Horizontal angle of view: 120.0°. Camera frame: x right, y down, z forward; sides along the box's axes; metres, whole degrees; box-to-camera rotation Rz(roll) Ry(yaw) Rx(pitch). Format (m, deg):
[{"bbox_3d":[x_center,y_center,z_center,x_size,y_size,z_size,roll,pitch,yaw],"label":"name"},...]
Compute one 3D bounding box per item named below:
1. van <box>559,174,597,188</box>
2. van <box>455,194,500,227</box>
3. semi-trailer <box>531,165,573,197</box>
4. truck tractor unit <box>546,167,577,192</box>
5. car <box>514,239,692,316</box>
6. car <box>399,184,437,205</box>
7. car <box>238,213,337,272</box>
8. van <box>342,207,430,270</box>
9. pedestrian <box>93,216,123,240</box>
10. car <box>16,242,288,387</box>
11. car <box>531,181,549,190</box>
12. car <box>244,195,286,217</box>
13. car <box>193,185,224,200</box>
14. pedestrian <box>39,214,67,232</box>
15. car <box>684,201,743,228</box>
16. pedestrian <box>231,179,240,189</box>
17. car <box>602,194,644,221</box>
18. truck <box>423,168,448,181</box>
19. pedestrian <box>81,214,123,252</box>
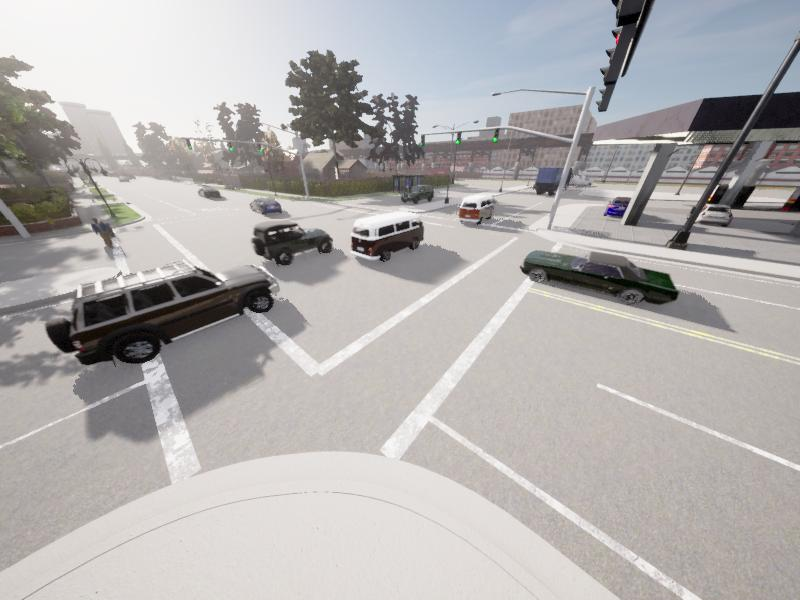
[{"bbox_3d":[42.345,-28.343,55.076,6.366,2.431,2.351,4,21,6],"label":"van"},{"bbox_3d":[6.770,-7.892,20.036,2.069,2.038,4.480,19,35,32],"label":"van"},{"bbox_3d":[27.172,-21.295,40.871,2.717,4.402,14.254,23,37,34],"label":"semi-trailer"},{"bbox_3d":[32.237,-24.245,46.187,3.053,4.208,6.516,23,37,34],"label":"truck tractor unit"},{"bbox_3d":[7.415,-1.148,9.098,4.718,1.301,1.895,22,37,33],"label":"car"},{"bbox_3d":[2.479,-14.378,31.262,2.150,2.045,5.566,23,37,34],"label":"car"},{"bbox_3d":[-5.594,-3.164,11.996,1.905,1.878,3.866,23,37,34],"label":"car"},{"bbox_3d":[-0.539,-3.535,12.495,2.069,2.038,4.480,22,37,33],"label":"van"},{"bbox_3d":[-19.366,-4.768,15.316,0.751,1.300,0.751,23,37,34],"label":"pedestrian"},{"bbox_3d":[-6.151,-0.081,6.666,1.932,1.855,4.605,22,37,34],"label":"car"},{"bbox_3d":[30.018,-24.443,49.348,2.033,1.411,5.357,22,37,34],"label":"car"},{"bbox_3d":[-14.145,-9.938,24.138,2.163,1.488,4.792,-26,39,-37],"label":"car"},{"bbox_3d":[-29.550,-16.657,35.615,5.238,1.638,1.930,23,37,33],"label":"car"},{"bbox_3d":[-24.641,-5.454,16.415,0.500,1.100,0.500,1,30,1],"label":"pedestrian"},{"bbox_3d":[25.999,-7.245,19.370,1.970,1.475,3.806,23,37,34],"label":"car"},{"bbox_3d":[-34.425,-24.295,48.285,0.751,1.860,0.751,23,37,34],"label":"pedestrian"},{"bbox_3d":[21.088,-8.924,21.955,2.242,1.667,4.611,23,37,34],"label":"car"},{"bbox_3d":[12.728,-45.483,83.325,8.468,3.827,2.891,24,38,35],"label":"truck"},{"bbox_3d":[-16.693,-3.744,12.983,0.751,1.860,0.751,25,39,37],"label":"pedestrian"}]
